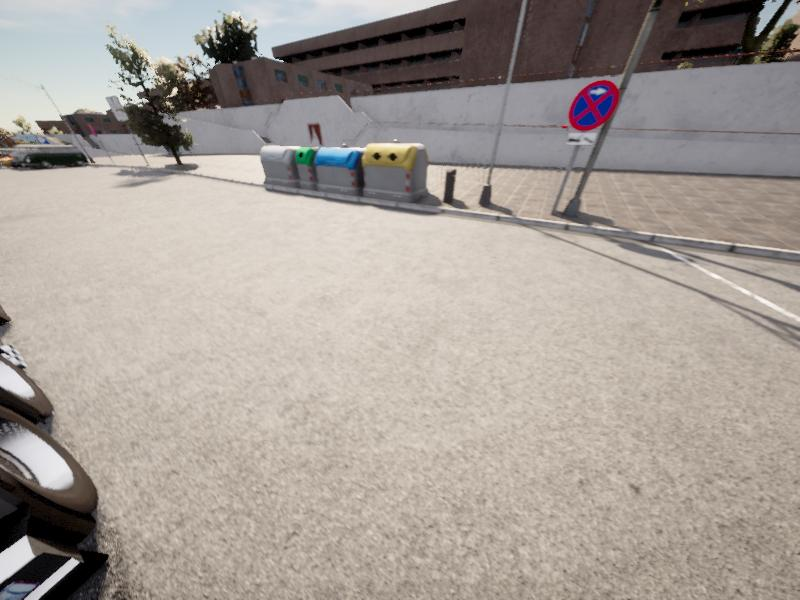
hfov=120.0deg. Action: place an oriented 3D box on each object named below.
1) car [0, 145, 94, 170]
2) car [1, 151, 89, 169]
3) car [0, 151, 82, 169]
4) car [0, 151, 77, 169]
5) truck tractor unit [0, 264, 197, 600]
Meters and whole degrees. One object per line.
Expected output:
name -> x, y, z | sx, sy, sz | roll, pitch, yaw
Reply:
car -> -35.132, -14.454, 23.294 | 1.878, 1.987, 4.442 | 5, 34, 9
car -> -37.692, -15.077, 24.807 | 2.002, 1.452, 4.674 | 4, 34, 9
car -> -40.261, -15.861, 26.081 | 2.002, 1.452, 4.674 | 5, 34, 9
car -> -42.872, -16.577, 27.175 | 1.946, 1.575, 5.366 | 5, 34, 9
truck tractor unit -> -5.117, -0.294, 0.776 | 6.516, 4.208, 3.053 | 18, 39, 24
